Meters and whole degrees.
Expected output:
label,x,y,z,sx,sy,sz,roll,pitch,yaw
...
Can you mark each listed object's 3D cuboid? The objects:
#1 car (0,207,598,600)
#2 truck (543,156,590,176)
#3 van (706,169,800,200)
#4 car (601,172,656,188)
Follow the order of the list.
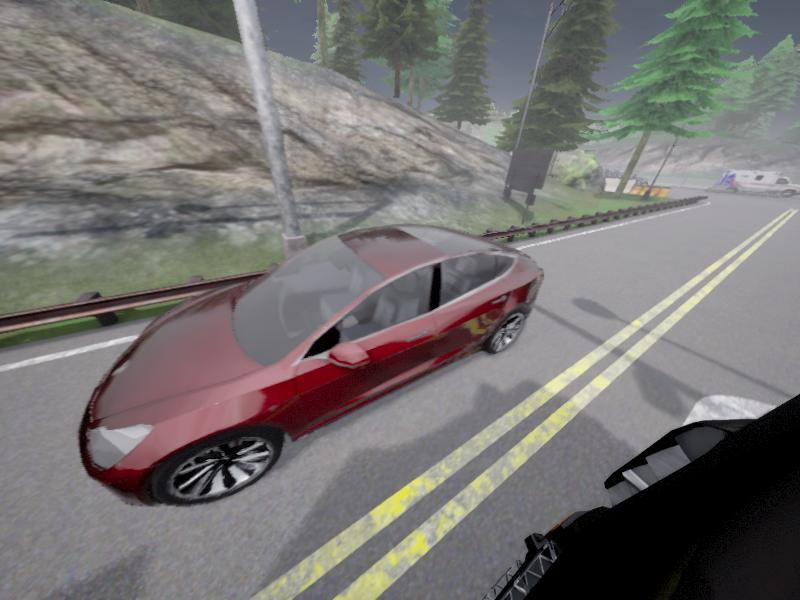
label,x,y,z,sx,sy,sz,roll,pitch,yaw
car,-0.310,0.011,2.803,4.792,1.488,2.163,-16,36,-27
truck,41.738,-33.917,58.348,2.891,3.827,8.468,-16,36,-27
van,40.510,-13.212,26.179,2.351,2.431,6.366,-16,36,-27
car,31.902,-16.853,32.385,2.128,1.511,4.902,-17,37,-28
